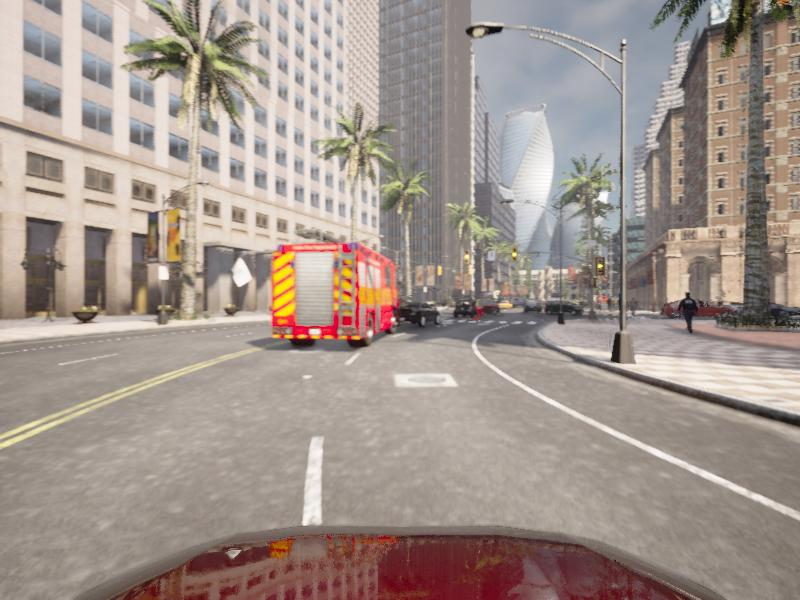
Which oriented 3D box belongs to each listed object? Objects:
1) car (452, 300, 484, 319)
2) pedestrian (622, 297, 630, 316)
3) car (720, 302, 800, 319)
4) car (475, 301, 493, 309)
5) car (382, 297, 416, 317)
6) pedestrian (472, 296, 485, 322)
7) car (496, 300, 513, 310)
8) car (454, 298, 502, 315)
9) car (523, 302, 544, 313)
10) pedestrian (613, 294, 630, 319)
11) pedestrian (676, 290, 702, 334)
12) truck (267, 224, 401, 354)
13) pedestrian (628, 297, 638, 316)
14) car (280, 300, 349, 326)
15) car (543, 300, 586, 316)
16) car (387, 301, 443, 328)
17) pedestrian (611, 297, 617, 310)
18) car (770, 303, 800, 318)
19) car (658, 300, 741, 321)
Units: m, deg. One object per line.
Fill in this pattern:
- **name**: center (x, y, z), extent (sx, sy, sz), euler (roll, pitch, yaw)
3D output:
- **car**: center (6.201, 0.784, 36.303), extent (1.851, 1.617, 3.988), euler (0, 0, 25)
- **pedestrian**: center (22.019, 0.650, 38.973), extent (0.751, 1.860, 0.751), euler (0, 0, 29)
- **car**: center (32.763, 0.921, 36.353), extent (5.357, 1.411, 2.033), euler (0, 0, 25)
- **car**: center (14.994, 0.865, 71.129), extent (2.128, 1.511, 4.902), euler (0, 0, 25)
- **car**: center (-0.038, 0.635, 39.490), extent (1.905, 1.878, 3.866), euler (0, 0, 25)
- **pedestrian**: center (5.761, 0.635, 29.233), extent (0.751, 1.860, 0.751), euler (0, 0, 25)
- **car**: center (18.257, 0.820, 69.840), extent (1.801, 1.575, 5.366), euler (0, 0, 25)
- **car**: center (8.362, 0.690, 43.008), extent (4.553, 1.767, 2.097), euler (0, 0, -13)
- **car**: center (16.952, 0.911, 50.778), extent (1.994, 1.385, 4.181), euler (0, 0, 25)
- **pedestrian**: center (16.494, 0.495, 29.801), extent (0.751, 1.860, 0.751), euler (0, 0, -20)
- **pedestrian**: center (12.510, 0.494, 17.333), extent (0.751, 1.860, 0.751), euler (0, 0, 24)
- **truck**: center (-1.995, -0.328, 16.218), extent (2.891, 3.827, 8.468), euler (0, 0, 9)
- **pedestrian**: center (23.279, 0.652, 39.993), extent (0.751, 1.860, 0.751), euler (0, 0, 26)
- **car**: center (-5.683, 0.787, 27.382), extent (1.801, 1.575, 5.366), euler (0, 0, 23)
- **car**: center (16.976, 0.821, 41.394), extent (3.705, 1.549, 1.789), euler (0, 0, 44)
- **car**: center (1.076, 0.838, 25.045), extent (1.837, 1.490, 4.892), euler (0, 0, 23)
- **pedestrian**: center (30.945, 0.502, 57.952), extent (0.751, 1.860, 0.751), euler (0, 0, 25)
- **car**: center (38.253, 0.976, 37.632), extent (4.718, 1.301, 1.895), euler (0, 0, 25)
- **car**: center (24.254, 0.799, 32.682), extent (5.027, 1.651, 2.152), euler (0, 0, 24)
